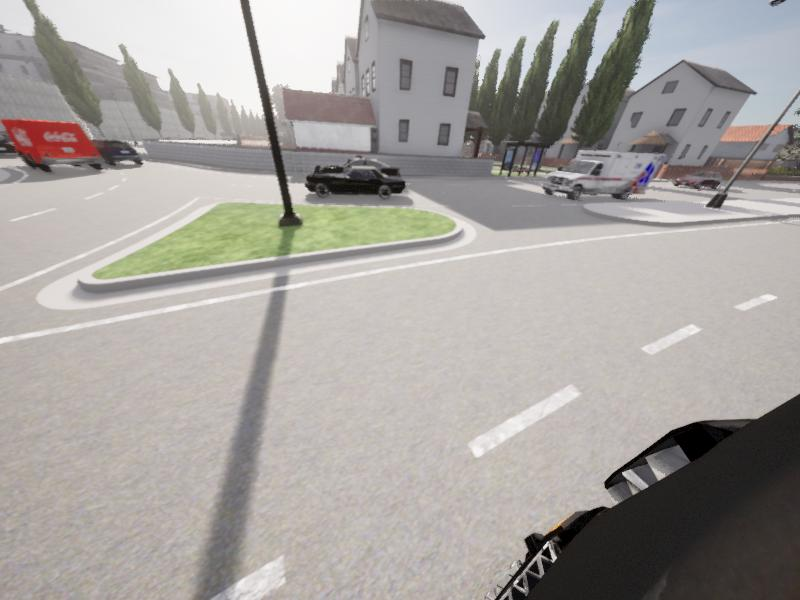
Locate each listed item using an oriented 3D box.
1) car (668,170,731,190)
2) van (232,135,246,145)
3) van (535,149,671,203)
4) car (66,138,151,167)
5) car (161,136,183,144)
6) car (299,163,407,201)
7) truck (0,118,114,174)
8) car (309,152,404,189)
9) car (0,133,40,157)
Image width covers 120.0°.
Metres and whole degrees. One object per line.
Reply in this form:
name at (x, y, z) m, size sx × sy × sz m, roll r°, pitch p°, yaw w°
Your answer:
car at (28.549, -11.452, 22.054) m, size 4.193 × 1.474 × 1.816 m, roll -8°, pitch 35°, yaw -16°
van at (-52.148, -51.812, 74.947) m, size 1.988 × 2.561 × 5.915 m, roll -7°, pitch 35°, yaw -15°
van at (11.956, -7.449, 13.873) m, size 6.366 × 2.431 × 2.351 m, roll -8°, pitch 35°, yaw -16°
car at (-22.283, -11.356, 17.730) m, size 4.856 × 1.649 × 2.033 m, roll 14°, pitch 35°, yaw 18°
car at (-58.490, -41.059, 59.324) m, size 1.801 × 1.575 × 5.366 m, roll -7°, pitch 35°, yaw -15°
car at (-2.144, -5.840, 11.362) m, size 4.718 × 1.301 × 1.895 m, roll -1°, pitch 34°, yaw -7°
truck at (-21.295, -9.389, 14.091) m, size 5.204 × 2.467 × 2.627 m, roll 17°, pitch 36°, yaw 20°
car at (-2.497, -7.915, 14.134) m, size 5.238 × 1.638 × 1.930 m, roll -2°, pitch 34°, yaw -7°
car at (-34.053, -13.472, 20.063) m, size 4.974 × 1.542 × 2.038 m, roll 30°, pitch 42°, yaw 34°
